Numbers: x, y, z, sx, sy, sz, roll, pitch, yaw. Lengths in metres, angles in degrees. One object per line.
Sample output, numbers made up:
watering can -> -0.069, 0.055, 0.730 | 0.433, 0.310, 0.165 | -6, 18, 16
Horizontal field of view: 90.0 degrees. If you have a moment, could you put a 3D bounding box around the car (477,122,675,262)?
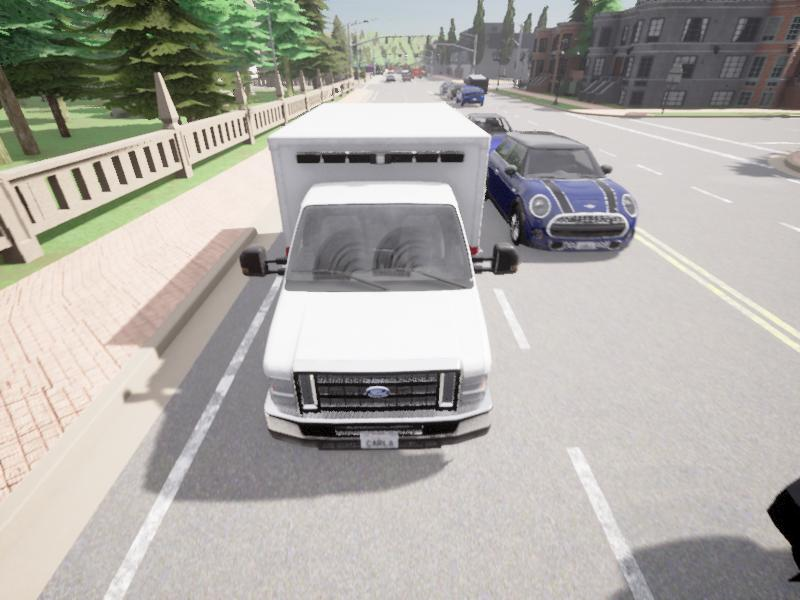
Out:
car -> 3.215, -2.599, 8.644 | 2.097, 1.767, 4.553 | -1, 30, -1

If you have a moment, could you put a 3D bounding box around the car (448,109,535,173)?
car -> 3.088, -5.929, 14.602 | 2.007, 1.525, 4.514 | -1, 30, -1

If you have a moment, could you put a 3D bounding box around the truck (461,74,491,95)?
truck -> 9.315, -26.898, 49.840 | 2.390, 2.098, 6.274 | -1, 30, -1

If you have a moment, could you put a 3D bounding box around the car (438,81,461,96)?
car -> 5.862, -25.387, 47.970 | 2.033, 1.411, 5.357 | -1, 30, -1

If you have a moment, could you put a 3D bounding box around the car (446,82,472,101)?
car -> 6.002, -21.573, 41.354 | 1.837, 1.490, 4.892 | -1, 30, -1

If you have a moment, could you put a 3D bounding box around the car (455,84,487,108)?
car -> 6.137, -18.001, 35.206 | 1.882, 1.535, 5.008 | -1, 30, -1

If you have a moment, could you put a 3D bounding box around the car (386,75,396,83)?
car -> -1.929, -46.423, 83.930 | 2.033, 1.411, 5.357 | -1, 30, -1

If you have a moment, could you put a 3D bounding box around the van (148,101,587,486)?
van -> -0.223, -1.117, 5.501 | 2.351, 2.431, 6.366 | -1, 31, -1

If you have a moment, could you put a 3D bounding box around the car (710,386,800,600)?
car -> 3.390, 2.039, 0.632 | 1.932, 1.855, 4.605 | -1, 31, -1
